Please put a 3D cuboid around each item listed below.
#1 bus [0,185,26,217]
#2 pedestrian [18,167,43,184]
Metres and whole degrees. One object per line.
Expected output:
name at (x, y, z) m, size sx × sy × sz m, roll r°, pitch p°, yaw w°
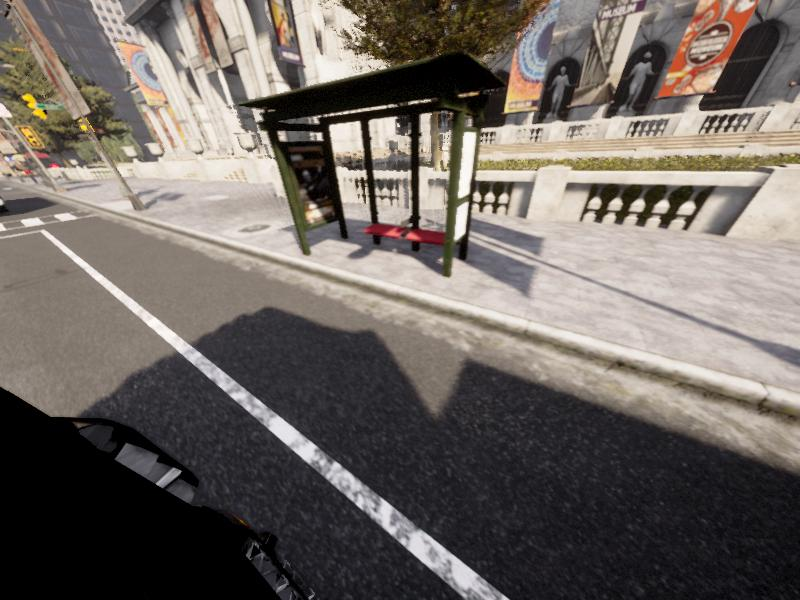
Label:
bus at (-26.011, -6.859, 12.440) m, size 10.273 × 4.253 × 3.944 m, roll 17°, pitch 38°, yaw 27°
pedestrian at (-46.977, -15.818, 29.379) m, size 0.751 × 1.860 × 0.751 m, roll -26°, pitch 40°, yaw -31°
